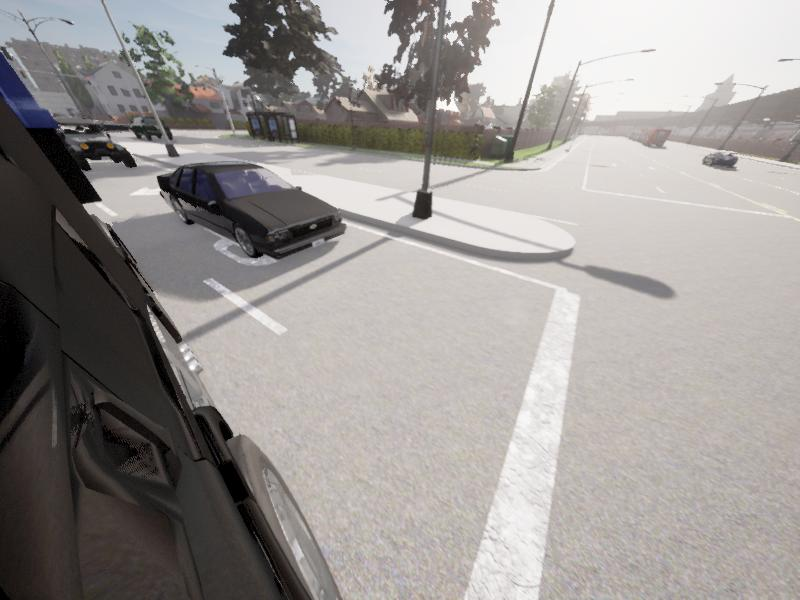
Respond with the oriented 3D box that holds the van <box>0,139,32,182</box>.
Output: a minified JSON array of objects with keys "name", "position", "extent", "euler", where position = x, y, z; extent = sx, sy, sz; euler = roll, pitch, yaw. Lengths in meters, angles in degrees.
[{"name":"van","position":[-16.670,-5.797,8.611],"extent":[4.480,2.038,2.069],"euler":[23,41,25]}]

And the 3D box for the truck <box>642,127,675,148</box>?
[{"name":"truck","position":[62.861,-39.939,56.492],"extent":[2.891,3.827,8.468],"euler":[24,43,26]}]

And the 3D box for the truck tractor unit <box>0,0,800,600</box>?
[{"name":"truck tractor unit","position":[-2.645,-0.295,0.351],"extent":[6.516,4.208,3.053],"euler":[28,44,30]}]

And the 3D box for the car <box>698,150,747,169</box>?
[{"name":"car","position":[36.496,-16.089,26.313],"extent":[1.970,1.475,3.806],"euler":[24,42,26]}]

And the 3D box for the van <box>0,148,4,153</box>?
[{"name":"van","position":[-26.344,-10.033,13.614],"extent":[4.480,2.038,2.069],"euler":[24,42,25]}]

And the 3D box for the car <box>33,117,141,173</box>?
[{"name":"car","position":[-15.004,-7.530,11.150],"extent":[3.866,1.878,1.905],"euler":[24,42,25]}]

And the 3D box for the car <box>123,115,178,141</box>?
[{"name":"car","position":[-27.227,-18.744,25.203],"extent":[5.566,2.045,2.150],"euler":[24,42,25]}]

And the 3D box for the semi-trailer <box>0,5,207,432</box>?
[{"name":"semi-trailer","position":[-9.015,-3.373,3.882],"extent":[14.254,4.402,2.717],"euler":[24,42,26]}]

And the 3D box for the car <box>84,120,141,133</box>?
[{"name":"car","position":[-40.679,-24.676,32.865],"extent":[1.895,1.301,4.718],"euler":[24,42,26]}]

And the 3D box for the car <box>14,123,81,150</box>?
[{"name":"car","position":[-25.920,-12.073,16.997],"extent":[4.718,1.301,1.895],"euler":[24,41,25]}]

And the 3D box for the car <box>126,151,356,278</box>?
[{"name":"car","position":[-3.781,-2.403,5.461],"extent":[5.357,1.411,2.033],"euler":[24,42,25]}]

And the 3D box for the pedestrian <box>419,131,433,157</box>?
[{"name":"pedestrian","position":[2.301,-13.936,20.608],"extent":[0.751,1.860,0.751],"euler":[22,41,23]}]

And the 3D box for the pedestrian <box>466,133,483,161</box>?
[{"name":"pedestrian","position":[6.102,-12.572,19.038],"extent":[0.751,1.860,0.751],"euler":[22,41,24]}]
